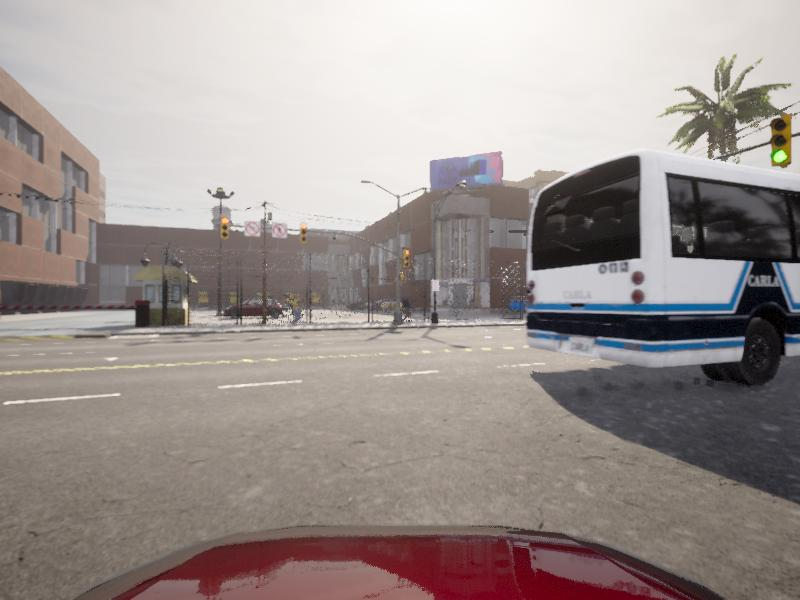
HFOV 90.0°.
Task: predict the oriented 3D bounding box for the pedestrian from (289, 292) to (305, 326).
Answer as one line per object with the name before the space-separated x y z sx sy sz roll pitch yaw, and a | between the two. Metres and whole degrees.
pedestrian | -5.748 0.500 22.339 0.751 1.860 0.751 0 0 -21

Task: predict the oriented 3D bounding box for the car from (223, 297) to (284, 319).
car | -11.970 0.619 32.868 4.553 1.767 2.185 0 0 -21

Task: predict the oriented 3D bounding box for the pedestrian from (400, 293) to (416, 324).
pedestrian | 0.470 0.503 24.720 0.751 1.860 0.751 0 0 -24

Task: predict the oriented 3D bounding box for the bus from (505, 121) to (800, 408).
bus | 8.047 -0.524 9.503 10.273 4.253 3.944 0 0 -20
